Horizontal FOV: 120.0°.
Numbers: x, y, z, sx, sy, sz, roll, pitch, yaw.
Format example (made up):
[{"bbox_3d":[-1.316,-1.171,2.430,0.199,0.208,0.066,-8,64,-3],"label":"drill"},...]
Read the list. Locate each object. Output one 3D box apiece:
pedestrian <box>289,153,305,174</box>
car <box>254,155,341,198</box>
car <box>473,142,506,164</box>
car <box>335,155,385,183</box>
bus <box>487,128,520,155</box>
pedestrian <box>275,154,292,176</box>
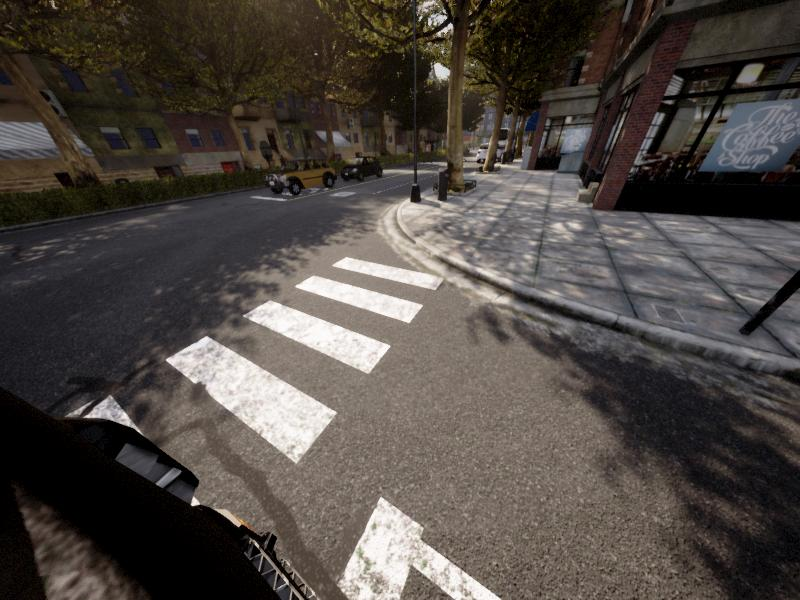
[{"bbox_3d":[-10.792,-14.263,24.226,0.751,1.860,0.751,12,36,21],"label":"pedestrian"},{"bbox_3d":[-6.206,-7.992,14.744,1.932,1.855,4.605,15,38,25],"label":"car"},{"bbox_3d":[11.286,-18.413,28.913,2.435,2.045,5.566,16,38,26],"label":"car"},{"bbox_3d":[-3.168,-10.974,19.238,1.851,1.617,3.988,16,38,26],"label":"car"},{"bbox_3d":[22.223,-33.948,49.430,3.944,4.253,10.273,16,38,26],"label":"bus"},{"bbox_3d":[-11.850,-13.814,23.634,0.751,1.860,0.751,11,36,21],"label":"pedestrian"}]
